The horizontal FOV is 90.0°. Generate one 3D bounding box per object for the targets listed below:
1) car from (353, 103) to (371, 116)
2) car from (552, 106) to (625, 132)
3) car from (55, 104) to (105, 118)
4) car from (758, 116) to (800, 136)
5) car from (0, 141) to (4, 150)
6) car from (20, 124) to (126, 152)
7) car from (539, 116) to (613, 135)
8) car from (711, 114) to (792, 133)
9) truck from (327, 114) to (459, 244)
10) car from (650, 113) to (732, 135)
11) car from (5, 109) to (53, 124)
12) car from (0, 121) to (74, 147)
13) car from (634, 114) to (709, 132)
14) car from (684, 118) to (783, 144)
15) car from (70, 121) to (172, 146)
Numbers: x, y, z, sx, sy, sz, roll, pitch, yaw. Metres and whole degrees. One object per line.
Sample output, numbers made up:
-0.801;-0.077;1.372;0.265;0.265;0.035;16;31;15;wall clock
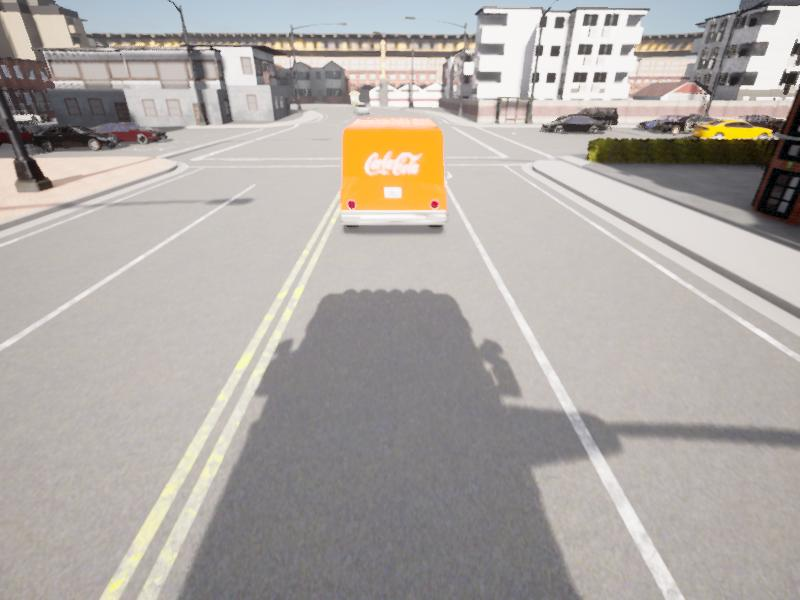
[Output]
-5.437;-27.204;57.027;1.812;1.442;4.674;-6;29;-13;car
17.676;-17.103;37.773;5.566;2.045;2.150;0;27;0;car
-45.799;-27.126;57.401;5.027;1.636;2.152;-1;27;-2;car
34.609;-14.953;34.388;5.357;1.411;2.033;2;27;3;car
-28.118;-9.953;24.633;4.856;1.649;2.033;-2;27;-1;car
-20.156;-10.091;24.867;4.674;1.442;1.812;-1;27;-1;car
15.210;-15.230;34.829;5.357;1.411;2.033;0;27;0;car
32.832;-16.582;37.551;5.357;1.411;2.033;1;27;2;car
-0.169;-3.570;10.876;2.627;2.467;5.204;0;27;-1;truck
25.021;-15.223;34.593;5.238;1.638;1.930;1;27;1;car
-46.602;-23.082;50.339;3.806;1.475;1.970;-2;27;-1;car
-26.155;-11.549;27.825;4.792;1.488;2.163;-2;27;-1;car
25.512;-16.714;37.770;5.357;1.411;2.033;1;27;1;car
23.572;-12.002;28.430;5.008;1.535;1.882;1;27;1;car
-19.358;-11.689;28.011;5.357;1.411;2.033;-1;27;-1;car
